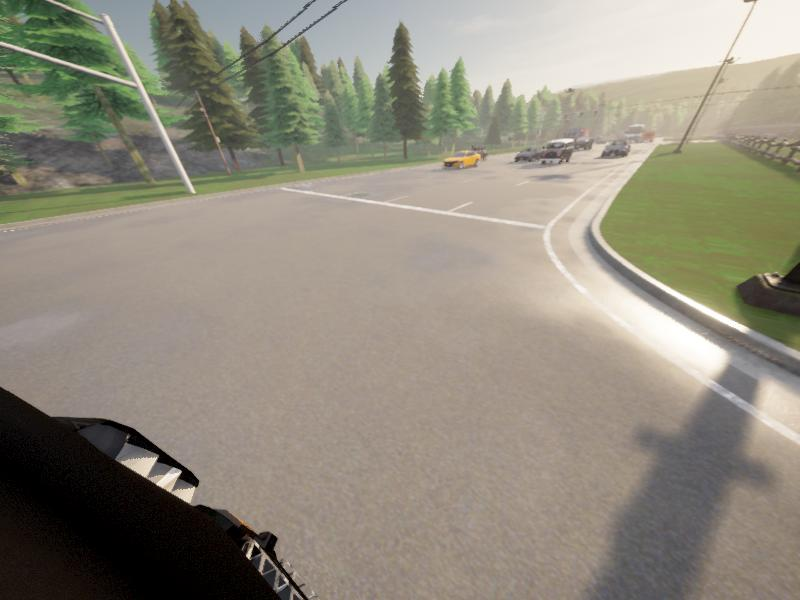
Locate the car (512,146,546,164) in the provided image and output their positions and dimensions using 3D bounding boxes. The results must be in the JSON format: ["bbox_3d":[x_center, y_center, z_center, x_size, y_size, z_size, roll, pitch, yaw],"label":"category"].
[{"bbox_3d":[14.549,-16.419,26.058,1.816,1.474,4.193,26,43,36],"label":"car"}]

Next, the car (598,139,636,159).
[{"bbox_3d":[24.609,-17.137,26.165,2.242,1.667,4.611,26,43,36],"label":"car"}]

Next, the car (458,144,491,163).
[{"bbox_3d":[9.835,-19.310,30.394,1.932,1.855,4.605,26,43,36],"label":"car"}]

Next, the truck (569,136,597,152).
[{"bbox_3d":[33.174,-28.347,41.898,2.390,2.098,6.274,26,43,36],"label":"truck"}]

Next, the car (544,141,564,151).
[{"bbox_3d":[34.300,-34.341,51.471,2.152,1.651,5.027,26,43,36],"label":"car"}]

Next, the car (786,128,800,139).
[{"bbox_3d":[76.116,-30.580,42.275,5.238,1.638,1.930,26,43,36],"label":"car"}]

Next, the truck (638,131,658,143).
[{"bbox_3d":[66.967,-44.027,62.388,2.627,2.467,5.204,26,43,36],"label":"truck"}]

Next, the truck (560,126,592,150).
[{"bbox_3d":[37.761,-34.752,49.568,2.891,3.827,8.468,26,43,36],"label":"truck"}]

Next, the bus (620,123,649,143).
[{"bbox_3d":[67.908,-48.121,66.835,3.944,4.253,10.273,26,43,36],"label":"bus"}]

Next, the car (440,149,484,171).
[{"bbox_3d":[6.240,-14.074,23.141,1.882,1.535,5.008,26,43,36],"label":"car"}]

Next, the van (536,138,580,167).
[{"bbox_3d":[15.212,-14.246,22.237,2.069,2.038,4.480,26,43,36],"label":"van"}]
